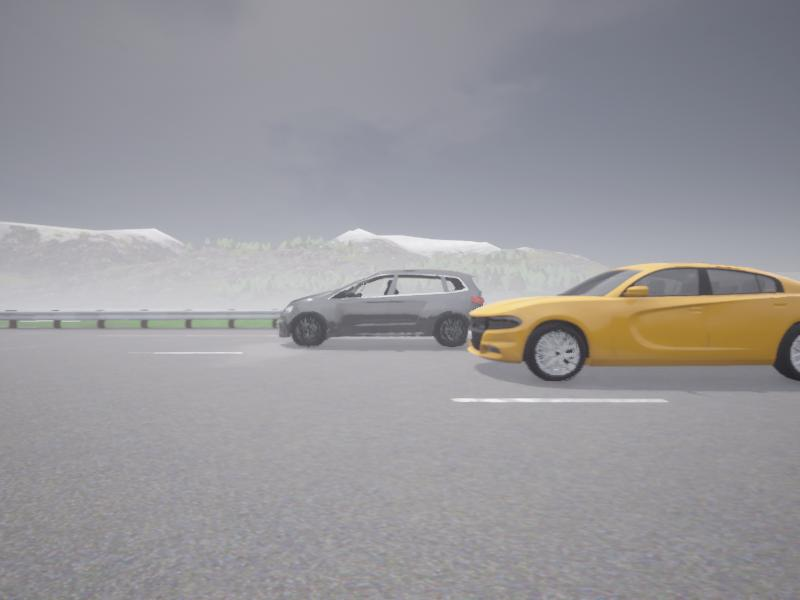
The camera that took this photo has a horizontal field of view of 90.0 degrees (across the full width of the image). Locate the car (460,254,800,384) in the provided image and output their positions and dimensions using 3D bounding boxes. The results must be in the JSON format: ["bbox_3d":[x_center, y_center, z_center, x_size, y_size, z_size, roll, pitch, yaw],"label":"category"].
[{"bbox_3d":[3.502,0.228,5.701,5.008,1.535,1.882,0,0,0],"label":"car"}]

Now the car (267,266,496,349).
[{"bbox_3d":[-0.374,0.154,9.199,4.611,1.667,2.242,0,0,0],"label":"car"}]
